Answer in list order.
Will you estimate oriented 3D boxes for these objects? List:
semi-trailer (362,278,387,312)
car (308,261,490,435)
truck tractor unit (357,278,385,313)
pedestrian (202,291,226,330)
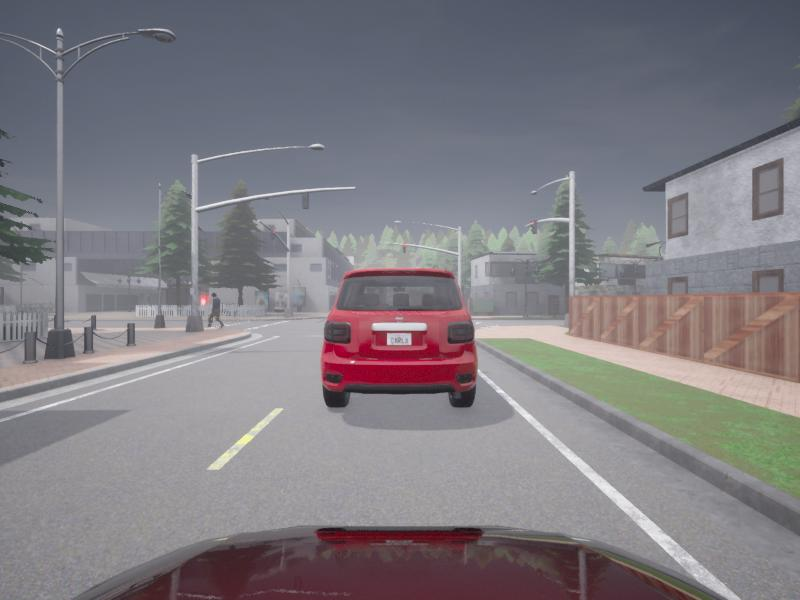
[{"bbox_3d":[-3.525,-0.618,59.050,2.717,4.402,14.254,0,0,0],"label":"semi-trailer"},{"bbox_3d":[-0.013,0.568,7.496,2.150,2.045,5.566,0,0,0],"label":"car"},{"bbox_3d":[-3.568,-0.516,51.138,3.053,4.208,6.516,0,0,0],"label":"truck tractor unit"},{"bbox_3d":[-9.062,0.496,19.513,0.751,1.860,0.751,0,0,13],"label":"pedestrian"}]
